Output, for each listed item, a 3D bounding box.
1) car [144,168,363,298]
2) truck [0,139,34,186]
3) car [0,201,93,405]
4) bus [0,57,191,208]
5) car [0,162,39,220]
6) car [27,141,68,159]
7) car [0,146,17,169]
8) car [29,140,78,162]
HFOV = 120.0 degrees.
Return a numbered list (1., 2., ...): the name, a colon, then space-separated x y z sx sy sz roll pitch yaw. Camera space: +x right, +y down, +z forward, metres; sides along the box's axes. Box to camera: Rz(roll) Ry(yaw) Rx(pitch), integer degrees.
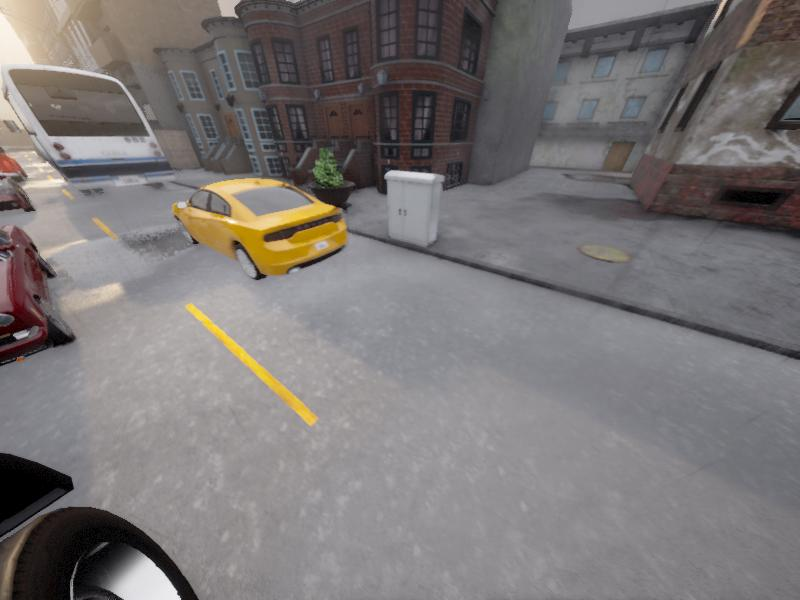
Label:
1. car: -3.411 -1.912 5.263 5.008 1.535 1.882 22 40 29
2. truck: -23.779 -7.947 12.846 5.204 2.467 2.627 23 41 28
3. car: -6.167 -0.123 2.919 4.718 1.301 1.895 23 41 29
4. bus: -15.758 -8.036 11.502 10.273 4.253 3.944 23 41 28
5. car: -14.800 -3.766 7.945 4.181 1.385 1.994 23 41 28
6. car: -43.654 -18.641 28.593 4.856 1.649 2.033 23 41 29
7. car: -34.177 -12.025 19.052 3.866 1.878 1.905 23 41 28
8. car: -37.987 -16.400 25.319 4.553 1.767 2.097 23 41 28
